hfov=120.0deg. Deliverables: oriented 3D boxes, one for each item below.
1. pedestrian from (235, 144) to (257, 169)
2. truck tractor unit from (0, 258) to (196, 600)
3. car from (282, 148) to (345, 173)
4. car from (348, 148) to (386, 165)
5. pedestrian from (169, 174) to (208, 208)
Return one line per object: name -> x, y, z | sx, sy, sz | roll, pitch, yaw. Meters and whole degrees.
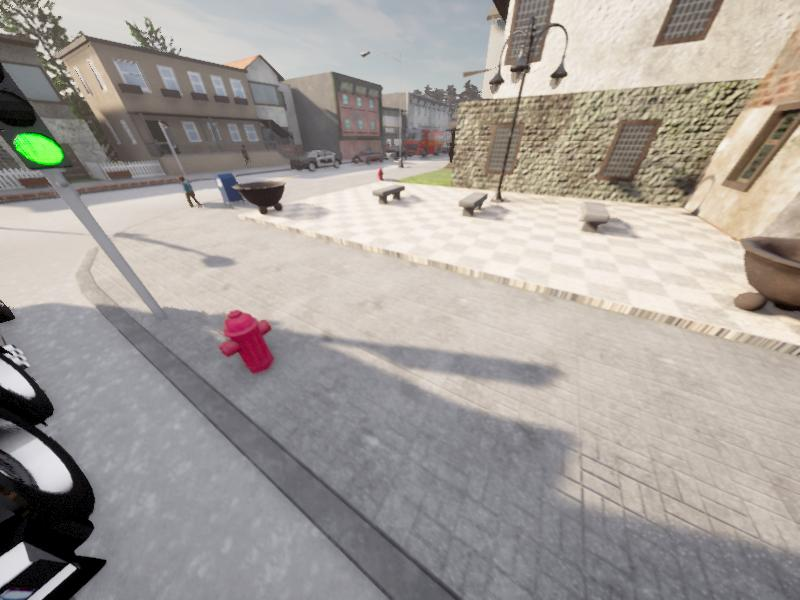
pedestrian -> -13.831, -12.910, 20.799 | 0.751, 1.860, 0.751 | 11, 37, 16
truck tractor unit -> -5.101, -0.310, 0.795 | 6.516, 4.208, 3.053 | 19, 39, 25
car -> -7.544, -12.701, 20.857 | 1.930, 1.638, 5.238 | 18, 39, 24
car -> -3.622, -16.305, 26.232 | 1.994, 1.385, 4.181 | 19, 39, 25
pedestrian -> -8.045, -4.150, 8.824 | 0.500, 1.100, 0.500 | 2, 35, 3
